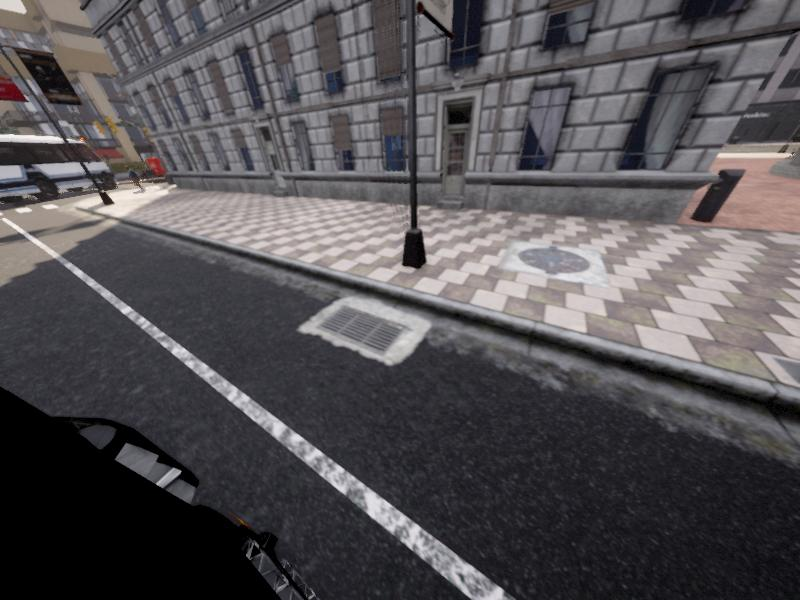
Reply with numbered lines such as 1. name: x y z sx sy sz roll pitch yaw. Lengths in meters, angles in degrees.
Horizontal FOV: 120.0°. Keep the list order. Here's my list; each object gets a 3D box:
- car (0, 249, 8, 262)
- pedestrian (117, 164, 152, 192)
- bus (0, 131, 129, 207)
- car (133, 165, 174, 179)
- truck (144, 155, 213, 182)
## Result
1. car: -13.978 -1.929 6.562 4.856 1.649 2.033 16 38 26
2. pedestrian: -20.442 -9.392 17.820 0.751 1.860 0.751 3 34 9
3. bus: -29.285 -10.590 18.520 3.944 4.253 10.273 -11 34 -8
4. car: -37.551 -19.658 35.312 1.789 1.549 3.705 16 38 26
5. truck: -28.005 -16.854 29.481 2.627 2.467 5.204 16 38 26
